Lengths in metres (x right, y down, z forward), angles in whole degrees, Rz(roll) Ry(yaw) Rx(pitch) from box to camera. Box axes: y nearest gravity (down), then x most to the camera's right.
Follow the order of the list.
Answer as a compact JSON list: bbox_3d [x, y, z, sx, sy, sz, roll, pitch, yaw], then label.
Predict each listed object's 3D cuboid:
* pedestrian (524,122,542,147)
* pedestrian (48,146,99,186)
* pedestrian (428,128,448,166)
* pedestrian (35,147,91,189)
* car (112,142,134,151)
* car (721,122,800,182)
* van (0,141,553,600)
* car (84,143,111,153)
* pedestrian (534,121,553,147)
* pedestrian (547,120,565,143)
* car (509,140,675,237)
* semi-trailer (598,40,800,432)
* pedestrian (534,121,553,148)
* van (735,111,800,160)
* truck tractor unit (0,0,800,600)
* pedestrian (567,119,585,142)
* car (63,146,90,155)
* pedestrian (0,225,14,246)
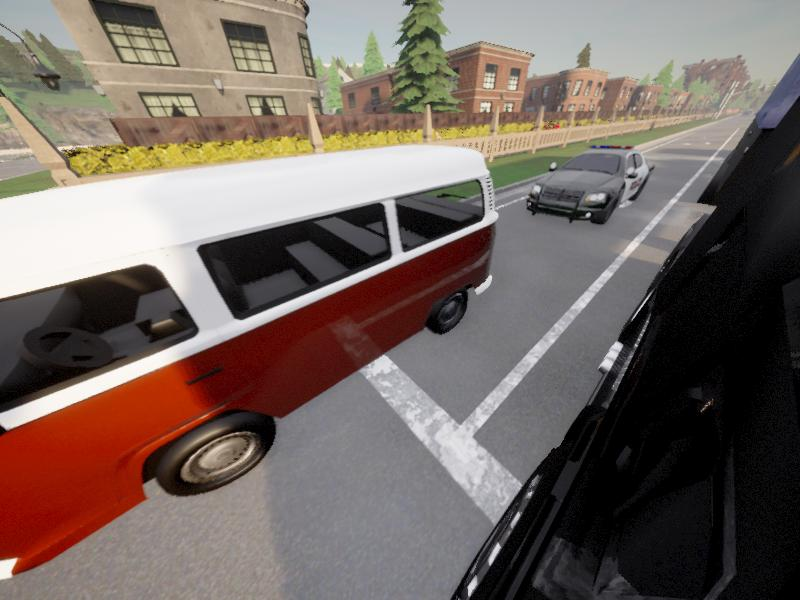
[{"bbox_3d":[12.181,-15.150,21.157,0.751,1.860,0.751,-30,44,-31],"label":"pedestrian"},{"bbox_3d":[-18.482,-7.593,13.147,0.751,1.860,0.751,-28,43,-29],"label":"pedestrian"},{"bbox_3d":[2.231,-9.135,13.818,0.751,1.860,0.751,-22,41,-23],"label":"pedestrian"},{"bbox_3d":[-18.135,-7.122,12.499,0.751,1.860,0.751,-28,44,-30],"label":"pedestrian"},{"bbox_3d":[-72.763,-40.374,60.656,1.905,1.878,3.866,-16,39,-17],"label":"car"},{"bbox_3d":[16.054,-6.412,9.776,5.027,1.651,2.152,-28,44,-30],"label":"car"},{"bbox_3d":[-0.900,-0.251,2.359,4.480,2.038,2.069,-27,43,-29],"label":"van"},{"bbox_3d":[-74.694,-37.670,57.183,1.932,1.855,4.605,-16,39,-17],"label":"car"},{"bbox_3d":[13.053,-15.088,21.016,0.751,1.860,0.751,-30,44,-31],"label":"pedestrian"},{"bbox_3d":[15.837,-17.117,23.529,0.751,1.860,0.751,-28,44,-30],"label":"pedestrian"},{"bbox_3d":[5.647,-3.546,6.725,4.974,1.542,2.038,-28,44,-30],"label":"car"},{"bbox_3d":[8.694,-3.620,4.214,14.254,4.402,2.717,-28,44,-30],"label":"semi-trailer"},{"bbox_3d":[12.563,-14.500,20.267,0.751,1.860,0.751,-27,43,-29],"label":"pedestrian"},{"bbox_3d":[21.171,-9.315,12.985,4.442,1.987,1.775,-28,44,-30],"label":"van"},{"bbox_3d":[2.645,-0.295,0.351,6.516,4.208,3.053,-28,44,-30],"label":"truck tractor unit"},{"bbox_3d":[18.447,-17.785,24.243,0.751,1.860,0.751,-27,43,-29],"label":"pedestrian"},{"bbox_3d":[-77.364,-35.839,55.250,1.816,1.474,4.193,-16,39,-17],"label":"car"},{"bbox_3d":[-10.656,-2.129,5.358,0.751,1.860,0.751,-31,45,-33],"label":"pedestrian"}]
